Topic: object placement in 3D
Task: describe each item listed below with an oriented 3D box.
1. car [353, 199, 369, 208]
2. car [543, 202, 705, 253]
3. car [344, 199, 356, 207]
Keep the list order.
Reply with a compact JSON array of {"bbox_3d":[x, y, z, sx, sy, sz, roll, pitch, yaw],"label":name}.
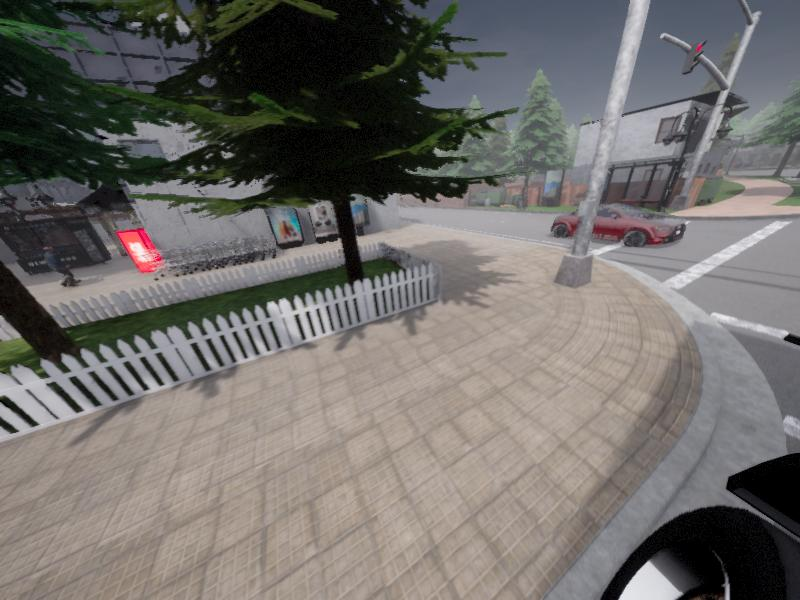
[{"bbox_3d":[-8.548,-21.004,50.069,2.007,1.525,4.514,-16,28,-21],"label":"car"},{"bbox_3d":[8.760,-3.219,9.608,1.994,1.385,4.181,-17,28,-22],"label":"car"},{"bbox_3d":[-12.528,-24.313,57.763,1.789,1.549,3.705,-16,28,-21],"label":"car"}]
